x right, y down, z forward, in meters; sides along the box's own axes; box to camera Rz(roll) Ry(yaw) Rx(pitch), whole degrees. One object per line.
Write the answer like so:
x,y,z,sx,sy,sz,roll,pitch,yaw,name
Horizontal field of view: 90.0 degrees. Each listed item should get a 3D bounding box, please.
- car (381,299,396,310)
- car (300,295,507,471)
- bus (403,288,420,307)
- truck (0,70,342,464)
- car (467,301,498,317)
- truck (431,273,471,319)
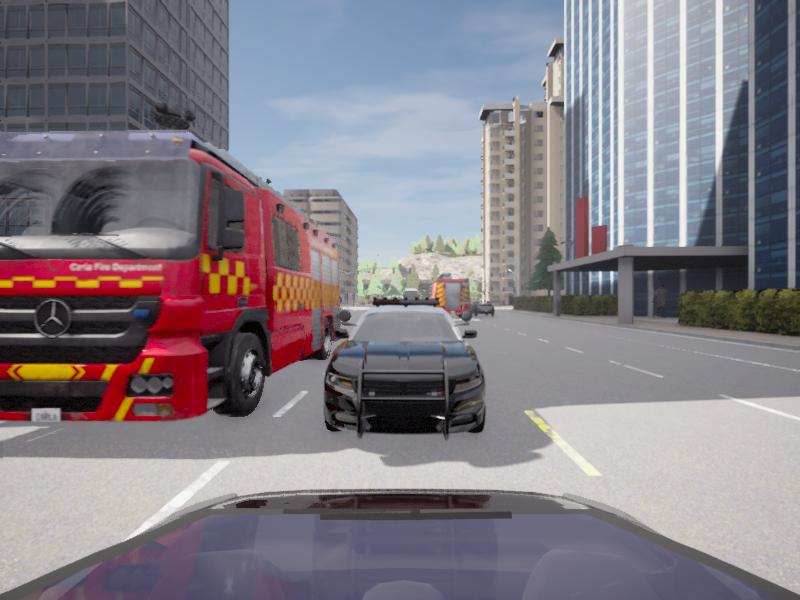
-1.793,0.757,62.498,2.033,1.649,4.856,0,0,2,car
0.096,0.769,6.364,1.930,1.638,5.238,0,0,2,car
2.763,-0.571,94.994,3.944,4.253,10.273,0,0,2,bus
-3.356,-0.325,8.161,2.891,3.827,8.468,0,0,2,truck
8.047,0.823,39.399,2.128,1.511,4.902,0,0,2,car
4.481,-0.333,37.010,2.891,3.827,8.468,0,0,2,truck
